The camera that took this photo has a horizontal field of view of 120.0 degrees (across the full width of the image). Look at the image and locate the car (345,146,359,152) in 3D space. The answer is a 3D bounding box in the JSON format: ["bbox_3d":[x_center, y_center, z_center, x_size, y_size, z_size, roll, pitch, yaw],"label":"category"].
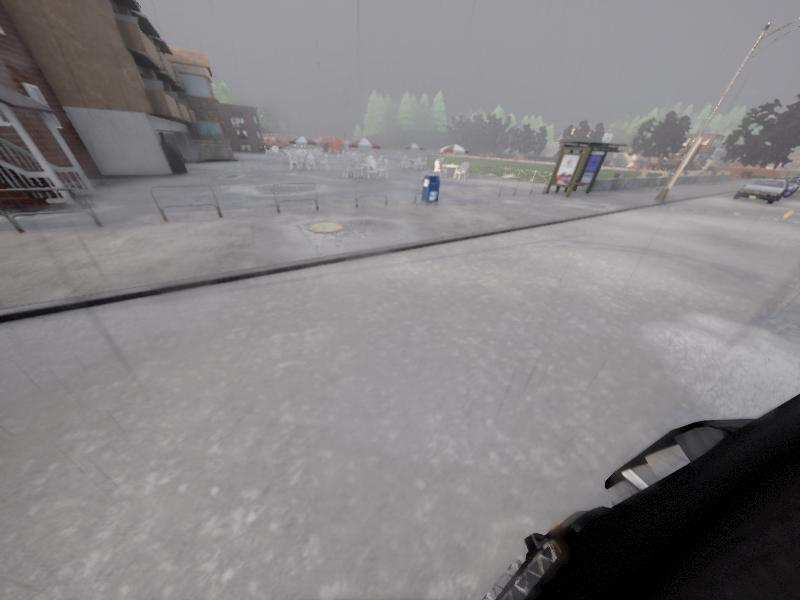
[{"bbox_3d":[-16.970,-53.487,81.785,4.193,1.474,1.816,-16,38,-26],"label":"car"}]

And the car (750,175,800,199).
[{"bbox_3d":[33.523,-10.044,20.352,4.514,1.525,2.007,-16,38,-26],"label":"car"}]

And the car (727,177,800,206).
[{"bbox_3d":[26.761,-8.063,16.953,5.357,1.411,2.033,-16,38,-26],"label":"car"}]

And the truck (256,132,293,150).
[{"bbox_3d":[-36.414,-46.362,67.398,8.468,3.827,2.891,-16,38,-26],"label":"truck"}]
